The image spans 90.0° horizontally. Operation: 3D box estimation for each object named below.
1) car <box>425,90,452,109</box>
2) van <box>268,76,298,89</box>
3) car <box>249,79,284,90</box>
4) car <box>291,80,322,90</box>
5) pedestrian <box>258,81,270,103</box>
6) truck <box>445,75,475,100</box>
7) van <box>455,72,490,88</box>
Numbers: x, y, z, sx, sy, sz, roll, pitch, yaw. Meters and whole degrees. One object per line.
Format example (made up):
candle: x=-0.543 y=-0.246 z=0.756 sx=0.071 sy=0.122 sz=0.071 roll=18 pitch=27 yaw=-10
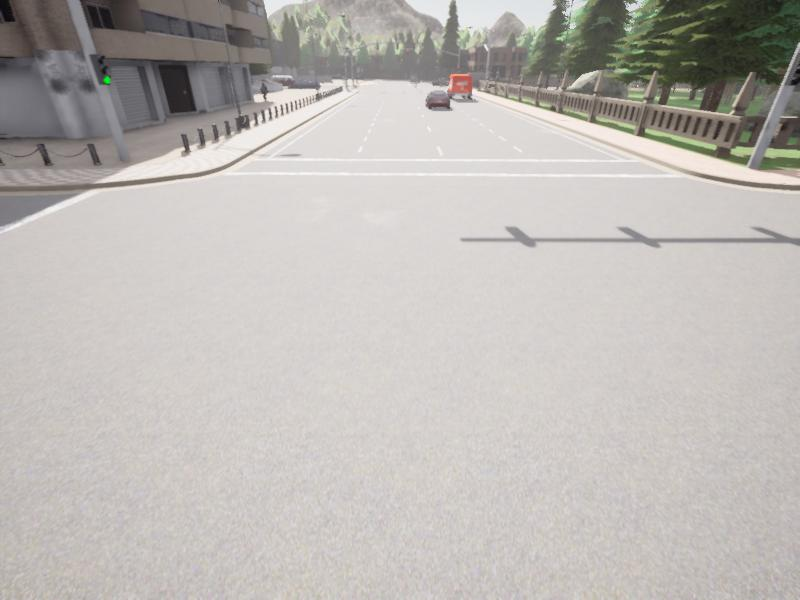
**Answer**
car: x=3.483 y=-18.508 z=36.840 sx=1.994 sy=1.385 sz=4.181 roll=0 pitch=30 yaw=0
van: x=-20.631 y=-38.599 z=70.935 sx=4.480 sy=2.038 sz=2.069 roll=0 pitch=30 yaw=0
car: x=-22.692 y=-36.666 z=68.014 sx=5.027 sy=1.651 sz=2.152 roll=0 pitch=30 yaw=0
car: x=-15.893 y=-36.569 z=68.016 sx=4.674 sy=1.442 sz=1.812 roll=1 pitch=30 yaw=1
pedestrian: x=-13.558 y=-20.799 z=39.971 sx=0.751 sy=1.860 sz=0.751 roll=-4 pitch=30 yaw=-7
truck: x=6.978 y=-25.049 z=47.038 sx=2.627 sy=2.467 sz=5.204 roll=0 pitch=30 yaw=0
van: x=13.378 y=-40.607 z=73.872 sx=5.915 sy=2.561 sz=1.988 roll=0 pitch=30 yaw=0
